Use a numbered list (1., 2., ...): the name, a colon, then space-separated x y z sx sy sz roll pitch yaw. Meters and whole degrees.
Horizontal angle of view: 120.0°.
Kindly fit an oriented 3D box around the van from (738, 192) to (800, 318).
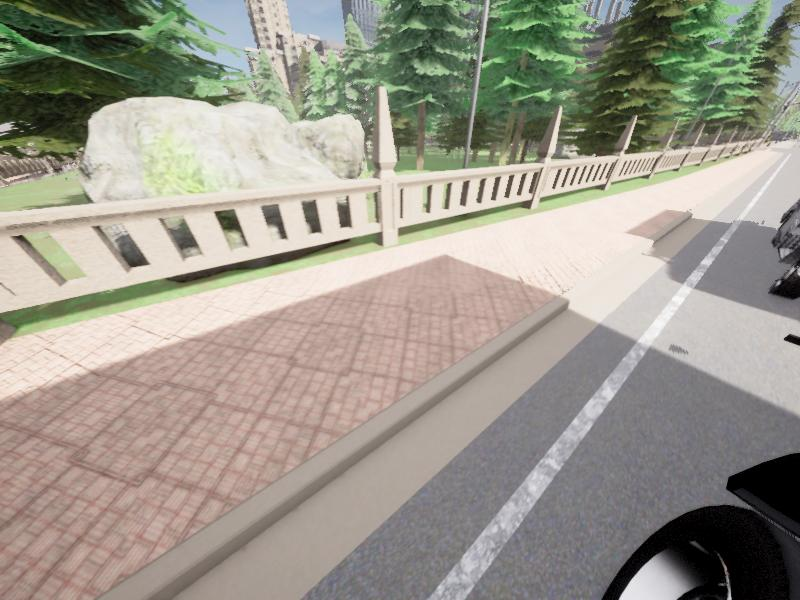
1. van: 8.891 -1.513 3.831 6.366 2.431 2.351 -22 41 -28
